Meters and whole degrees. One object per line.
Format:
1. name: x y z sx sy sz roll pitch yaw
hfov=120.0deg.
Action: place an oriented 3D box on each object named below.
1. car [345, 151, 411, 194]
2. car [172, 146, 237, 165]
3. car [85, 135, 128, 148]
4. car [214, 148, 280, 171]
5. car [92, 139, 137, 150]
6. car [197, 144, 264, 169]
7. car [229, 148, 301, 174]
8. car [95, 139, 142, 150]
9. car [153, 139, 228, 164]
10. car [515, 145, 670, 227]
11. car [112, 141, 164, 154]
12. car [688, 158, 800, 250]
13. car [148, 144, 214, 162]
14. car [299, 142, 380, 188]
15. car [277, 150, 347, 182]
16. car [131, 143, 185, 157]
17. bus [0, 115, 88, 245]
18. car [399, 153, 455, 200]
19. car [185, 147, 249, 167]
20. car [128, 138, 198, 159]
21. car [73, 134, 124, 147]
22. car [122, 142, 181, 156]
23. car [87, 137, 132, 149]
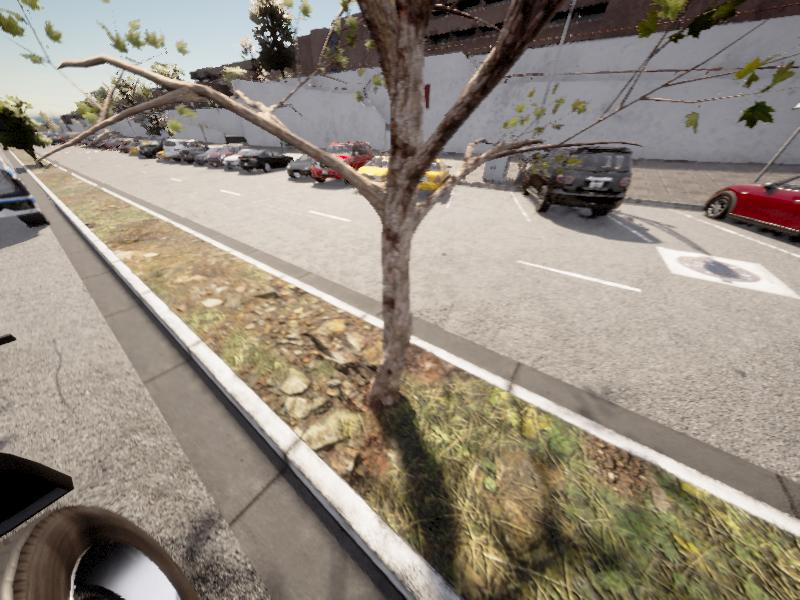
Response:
1. car: -0.940 -7.434 13.163 1.946 1.575 5.366 9 35 12
2. car: -20.561 -15.470 24.614 2.163 1.488 4.792 9 35 12
3. car: -57.385 -31.060 45.318 1.878 1.987 4.442 9 36 12
4. car: -13.183 -12.453 20.383 2.002 1.452 4.674 9 35 12
5. car: -52.536 -28.732 42.628 2.002 1.452 4.674 9 36 12
6. car: -15.632 -13.599 21.718 2.185 1.767 4.553 9 35 12
7. car: -10.731 -11.490 18.945 2.097 1.535 5.008 9 35 12
8. car: -50.076 -27.696 41.218 2.163 1.488 4.792 10 36 11
9. car: -23.014 -16.704 25.853 2.435 2.045 5.566 9 35 12
10. car: 6.480 -4.770 8.983 2.435 2.045 5.566 9 35 12
11. car: -40.244 -23.583 35.690 2.163 1.488 4.792 10 36 11
12. car: 11.383 -2.630 6.204 2.185 1.767 4.553 9 35 12
13. car: -25.529 -17.393 27.222 1.946 1.575 5.366 10 36 12
14. car: -3.351 -8.715 14.557 2.435 2.045 5.566 9 35 12
15. car: -5.814 -9.475 16.123 2.163 1.488 4.792 9 35 12
16. car: -32.859 -20.513 31.569 2.002 1.452 4.674 10 36 11
17. bus: -14.613 -4.599 6.719 10.273 4.253 3.944 22 40 28
18. car: 1.607 -6.643 12.057 1.946 1.575 5.366 9 35 12
19. car: -18.097 -14.439 23.194 2.002 1.452 4.674 9 35 12
20. car: -30.398 -19.708 29.988 2.435 2.045 5.566 10 36 11
21. car: -62.299 -33.044 47.933 2.435 2.045 5.566 10 36 11
22. car: -35.279 -21.672 33.076 1.946 1.575 5.366 9 36 12
23. car: -54.981 -29.874 43.884 2.185 1.767 4.553 9 36 12
